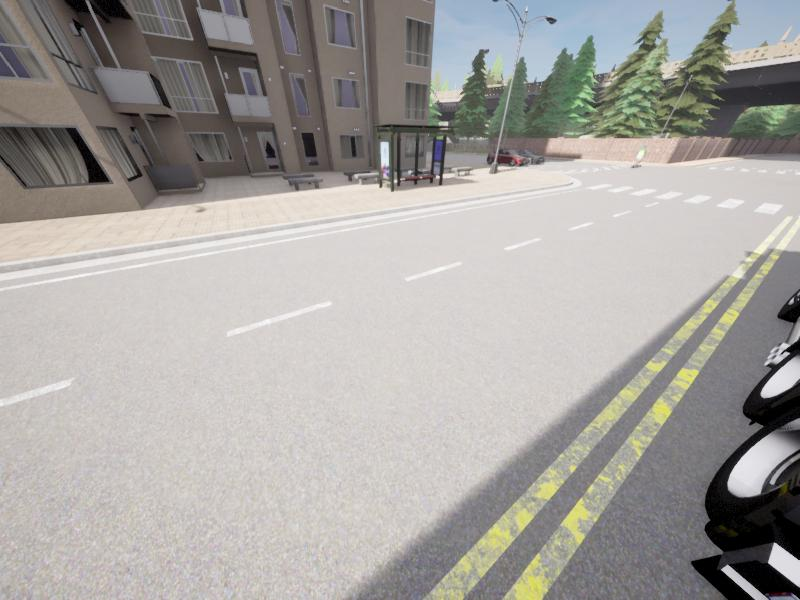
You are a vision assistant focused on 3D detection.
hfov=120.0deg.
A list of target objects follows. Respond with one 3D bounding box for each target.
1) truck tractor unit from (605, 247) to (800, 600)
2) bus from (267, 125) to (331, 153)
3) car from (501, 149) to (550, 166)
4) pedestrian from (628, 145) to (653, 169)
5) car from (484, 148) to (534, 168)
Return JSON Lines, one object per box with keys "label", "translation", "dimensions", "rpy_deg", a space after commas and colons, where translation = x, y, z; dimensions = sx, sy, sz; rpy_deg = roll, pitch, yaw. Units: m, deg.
{"label": "truck tractor unit", "translation": [5.081, -0.330, 0.821], "dimensions": [6.516, 4.208, 3.053], "rpy_deg": [-19, 39, -25]}
{"label": "bus", "translation": [-19.445, -31.676, 45.517], "dimensions": [10.273, 4.253, 3.944], "rpy_deg": [-1, 34, -2]}
{"label": "car", "translation": [13.809, -15.899, 25.636], "dimensions": [1.994, 1.385, 4.181], "rpy_deg": [-20, 40, -27]}
{"label": "pedestrian", "translation": [22.788, -13.575, 21.894], "dimensions": [0.751, 1.860, 0.751], "rpy_deg": [-18, 39, -24]}
{"label": "car", "translation": [11.060, -14.707, 23.811], "dimensions": [1.816, 1.474, 4.193], "rpy_deg": [-20, 39, -26]}
